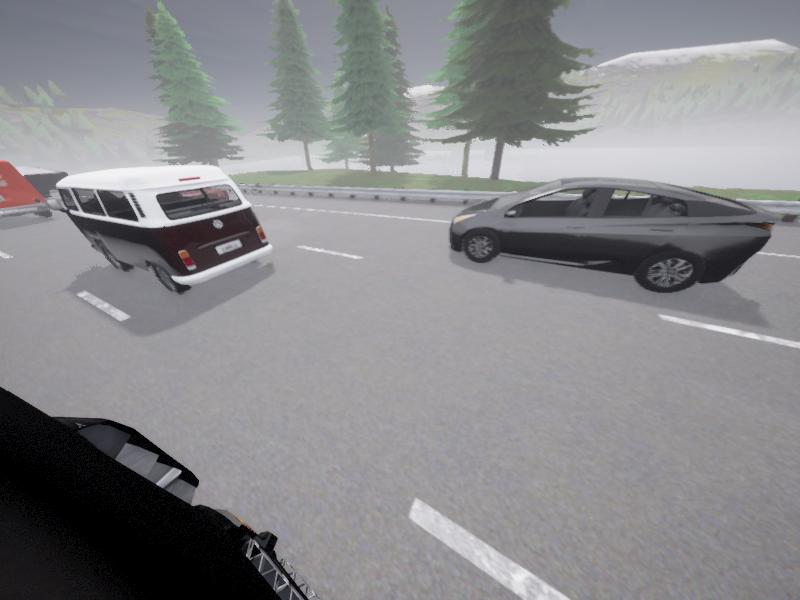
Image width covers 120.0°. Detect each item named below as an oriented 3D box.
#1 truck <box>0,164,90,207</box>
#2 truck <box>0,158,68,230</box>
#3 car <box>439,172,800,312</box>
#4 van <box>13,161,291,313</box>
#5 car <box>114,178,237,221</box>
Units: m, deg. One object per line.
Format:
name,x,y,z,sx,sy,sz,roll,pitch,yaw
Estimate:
truck,-24.617,-7.570,15.211,6.274,2.098,2.390,9,36,17
truck,-18.912,-4.714,10.211,5.204,2.467,2.627,11,36,18
car,3.301,-1.523,4.527,4.514,1.525,2.007,16,38,25
van,-5.051,-1.662,4.938,4.480,2.038,2.069,14,37,23
car,-10.117,-4.667,10.468,4.718,1.301,1.895,12,37,21
